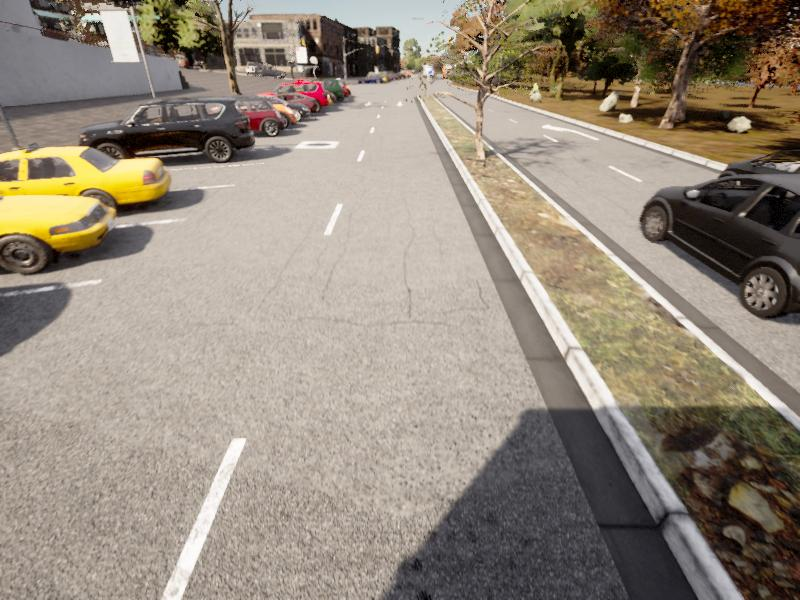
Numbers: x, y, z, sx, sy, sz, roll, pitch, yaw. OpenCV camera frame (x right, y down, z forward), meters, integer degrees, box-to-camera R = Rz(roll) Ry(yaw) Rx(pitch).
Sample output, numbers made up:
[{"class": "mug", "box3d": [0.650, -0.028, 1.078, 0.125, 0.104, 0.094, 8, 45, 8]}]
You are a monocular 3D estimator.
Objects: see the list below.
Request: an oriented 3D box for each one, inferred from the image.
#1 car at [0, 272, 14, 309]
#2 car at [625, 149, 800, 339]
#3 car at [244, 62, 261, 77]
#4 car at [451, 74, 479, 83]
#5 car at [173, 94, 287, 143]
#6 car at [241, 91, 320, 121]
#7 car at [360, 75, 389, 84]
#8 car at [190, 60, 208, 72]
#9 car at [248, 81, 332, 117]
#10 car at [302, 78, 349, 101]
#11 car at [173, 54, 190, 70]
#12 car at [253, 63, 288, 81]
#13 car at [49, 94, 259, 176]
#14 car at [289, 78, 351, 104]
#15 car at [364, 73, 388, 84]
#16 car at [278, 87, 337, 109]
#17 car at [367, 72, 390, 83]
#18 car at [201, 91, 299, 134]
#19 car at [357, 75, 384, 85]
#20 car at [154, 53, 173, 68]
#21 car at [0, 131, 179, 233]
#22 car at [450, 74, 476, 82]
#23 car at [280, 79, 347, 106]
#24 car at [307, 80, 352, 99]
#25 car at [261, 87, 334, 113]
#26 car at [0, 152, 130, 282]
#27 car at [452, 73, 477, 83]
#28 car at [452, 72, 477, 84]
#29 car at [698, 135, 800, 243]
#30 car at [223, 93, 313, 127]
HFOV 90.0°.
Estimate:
[{"class": "car", "box3d": [-8.049, 0.129, 3.732, 5.566, 2.045, 2.435, -11, 32, -17]}, {"class": "car", "box3d": [5.745, -1.215, 6.421, 1.851, 1.617, 3.988, 0, 30, 0]}, {"class": "car", "box3d": [-25.507, -39.886, 69.257, 2.435, 2.045, 5.566, -5, 29, -20]}, {"class": "car", "box3d": [13.833, -47.298, 85.396, 5.366, 1.575, 1.946, -6, 31, -12]}, {"class": "car", "box3d": [-8.048, -8.846, 19.332, 4.553, 1.767, 2.185, -11, 32, -17]}, {"class": "car", "box3d": [-8.106, -13.215, 27.179, 4.792, 1.488, 2.163, -11, 32, -17]}, {"class": "car", "box3d": [-5.163, -44.448, 80.587, 5.366, 1.575, 1.946, -8, 31, -12]}, {"class": "car", "box3d": [-34.546, -40.396, 69.006, 2.231, 1.521, 4.892, -5, 29, -20]}, {"class": "car", "box3d": [-8.110, -14.961, 29.638, 5.566, 2.045, 2.435, -11, 32, -17]}, {"class": "car", "box3d": [-7.910, -22.491, 42.711, 4.442, 1.987, 1.878, -11, 31, -16]}, {"class": "car", "box3d": [-37.491, -40.795, 68.701, 1.878, 1.987, 4.442, -5, 29, -20]}, {"class": "car", "box3d": [-19.934, -35.207, 61.820, 4.605, 1.855, 1.932, 4, 28, -3]}, {"class": "car", "box3d": [-8.102, -5.921, 14.061, 5.566, 2.045, 2.435, -11, 32, -17]}, {"class": "car", "box3d": [-8.022, -20.993, 40.070, 5.566, 2.045, 2.435, -11, 31, -17]}, {"class": "car", "box3d": [-5.073, -46.033, 83.080, 4.553, 1.767, 2.185, -8, 30, -12]}, {"class": "car", "box3d": [-8.067, -17.721, 34.993, 4.674, 1.452, 2.002, -11, 32, -17]}, {"class": "car", "box3d": [-4.611, -47.648, 85.659, 4.442, 1.987, 1.878, -8, 30, -12]}, {"class": "car", "box3d": [-8.112, -10.344, 21.914, 4.553, 1.767, 2.185, -11, 31, -17]}, {"class": "car", "box3d": [-5.804, -42.909, 78.020, 4.792, 1.488, 2.163, -8, 31, -12]}, {"class": "car", "box3d": [-40.507, -41.044, 68.586, 1.878, 1.987, 4.442, -5, 29, -20]}, {"class": "car", "box3d": [-8.245, -2.650, 8.963, 5.366, 1.575, 1.946, -11, 32, -17]}, {"class": "car", "box3d": [13.811, -48.734, 87.859, 5.366, 1.575, 1.946, -6, 31, -12]}, {"class": "car", "box3d": [-8.091, -19.473, 37.442, 5.566, 2.045, 2.435, -11, 32, -17]}, {"class": "car", "box3d": [-7.938, -23.893, 45.340, 4.553, 1.767, 2.185, -11, 32, -16]}, {"class": "car", "box3d": [-8.253, -16.221, 32.317, 5.366, 1.575, 1.946, -11, 32, -17]}, {"class": "car", "box3d": [-7.897, -1.206, 6.488, 5.366, 1.575, 1.946, -11, 32, -17]}, {"class": "car", "box3d": [13.300, -45.901, 82.745, 4.553, 1.767, 2.185, -7, 31, -12]}, {"class": "car", "box3d": [12.921, -44.495, 80.126, 4.442, 1.987, 1.878, -7, 31, -12]}, {"class": "car", "box3d": [8.740, -2.430, 8.547, 1.789, 1.549, 3.705, 0, 30, 0]}, {"class": "car", "box3d": [-8.087, -11.744, 24.582, 4.892, 1.521, 2.231, -11, 31, -17]}]
